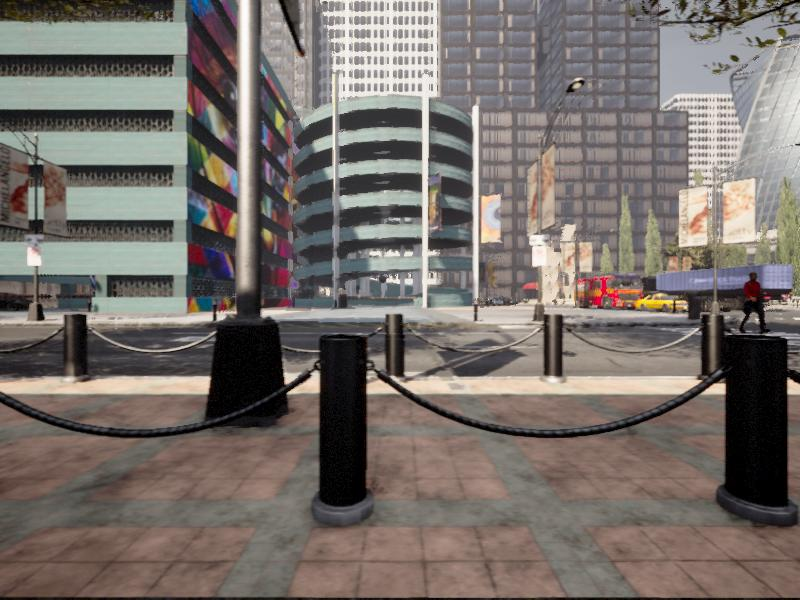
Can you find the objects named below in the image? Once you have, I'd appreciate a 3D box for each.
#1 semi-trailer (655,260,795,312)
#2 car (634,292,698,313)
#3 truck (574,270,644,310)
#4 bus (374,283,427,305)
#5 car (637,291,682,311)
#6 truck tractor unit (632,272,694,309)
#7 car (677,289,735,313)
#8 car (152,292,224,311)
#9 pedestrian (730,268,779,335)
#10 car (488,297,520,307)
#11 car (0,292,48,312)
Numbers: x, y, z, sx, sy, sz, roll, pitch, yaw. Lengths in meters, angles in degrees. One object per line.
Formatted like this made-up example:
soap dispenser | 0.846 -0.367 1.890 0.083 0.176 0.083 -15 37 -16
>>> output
semi-trailer | 32.385 -1.204 41.374 2.717 4.402 14.254 0 0 -1
car | 21.901 0.212 33.278 1.801 1.575 5.366 0 0 0
truck | 21.887 -0.910 42.542 2.891 3.827 8.468 0 0 -1
bus | 0.113 -1.140 80.135 10.273 4.253 3.944 1 0 3
car | 25.373 0.058 39.248 1.905 1.878 3.866 0 0 0
truck tractor unit | 32.190 -1.108 49.288 3.053 4.208 6.516 0 0 -4
car | 25.390 0.058 33.364 1.905 1.878 3.866 0 0 -1
car | -17.722 0.108 33.659 4.902 1.511 2.128 0 0 0
pedestrian | 10.137 0.042 11.466 0.751 1.860 0.751 0 0 6
car | 16.710 0.233 64.563 2.038 1.542 4.974 0 0 -33
car | -29.310 0.142 29.532 4.786 1.482 2.161 0 0 0
